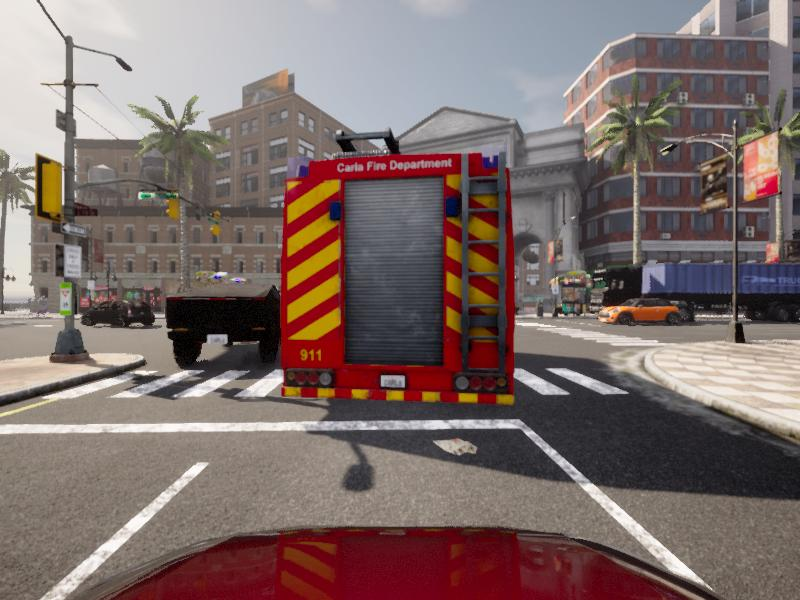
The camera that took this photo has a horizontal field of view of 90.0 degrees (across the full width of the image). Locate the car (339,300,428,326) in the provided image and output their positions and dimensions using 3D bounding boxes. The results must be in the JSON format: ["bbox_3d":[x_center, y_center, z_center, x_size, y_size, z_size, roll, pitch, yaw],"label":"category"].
[{"bbox_3d":[-1.014,0.800,25.200,5.366,1.575,1.801,0,0,-2],"label":"car"}]

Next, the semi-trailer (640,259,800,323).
[{"bbox_3d":[25.433,-0.618,29.151,14.254,4.402,2.717,0,0,0],"label":"semi-trailer"}]

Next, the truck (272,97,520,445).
[{"bbox_3d":[0.503,-0.321,8.802,2.891,3.827,8.468,0,0,8],"label":"truck"}]

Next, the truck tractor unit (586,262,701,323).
[{"bbox_3d":[17.521,-0.524,29.114,6.516,4.208,3.053,0,0,0],"label":"truck tractor unit"}]

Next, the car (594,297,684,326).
[{"bbox_3d":[15.272,0.694,25.696,4.553,1.767,2.097,0,0,-2],"label":"car"}]

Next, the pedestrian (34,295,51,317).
[{"bbox_3d":[-29.485,0.484,33.011,0.751,1.860,0.751,0,0,12],"label":"pedestrian"}]

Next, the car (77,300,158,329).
[{"bbox_3d":[-16.641,0.787,23.592,3.988,1.617,1.851,0,0,17],"label":"car"}]

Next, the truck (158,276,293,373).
[{"bbox_3d":[-4.687,0.540,12.000,2.390,2.098,6.274,0,0,-11],"label":"truck"}]
